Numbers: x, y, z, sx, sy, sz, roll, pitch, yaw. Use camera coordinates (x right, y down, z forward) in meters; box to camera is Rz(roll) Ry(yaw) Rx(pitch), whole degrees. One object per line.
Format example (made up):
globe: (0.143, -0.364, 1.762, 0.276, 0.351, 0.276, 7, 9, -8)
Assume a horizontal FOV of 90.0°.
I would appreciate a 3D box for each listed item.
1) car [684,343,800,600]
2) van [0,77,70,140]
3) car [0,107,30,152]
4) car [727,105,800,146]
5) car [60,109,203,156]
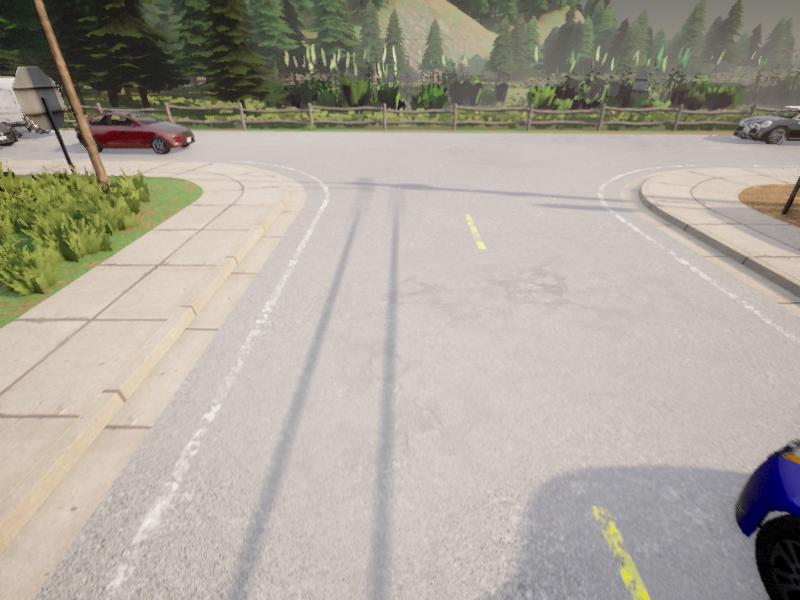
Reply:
car: (3.337, 2.069, 0.955, 2.007, 1.525, 4.514, 0, 30, 0)
van: (-19.897, -9.151, 19.074, 5.915, 2.561, 1.988, 1, 30, 2)
car: (-18.418, -6.926, 16.270, 4.514, 1.525, 2.007, 1, 30, 2)
car: (17.478, -7.810, 17.841, 3.806, 1.475, 1.970, 1, 30, 2)
car: (-10.556, -6.743, 16.010, 4.193, 1.474, 1.816, 2, 30, 3)
